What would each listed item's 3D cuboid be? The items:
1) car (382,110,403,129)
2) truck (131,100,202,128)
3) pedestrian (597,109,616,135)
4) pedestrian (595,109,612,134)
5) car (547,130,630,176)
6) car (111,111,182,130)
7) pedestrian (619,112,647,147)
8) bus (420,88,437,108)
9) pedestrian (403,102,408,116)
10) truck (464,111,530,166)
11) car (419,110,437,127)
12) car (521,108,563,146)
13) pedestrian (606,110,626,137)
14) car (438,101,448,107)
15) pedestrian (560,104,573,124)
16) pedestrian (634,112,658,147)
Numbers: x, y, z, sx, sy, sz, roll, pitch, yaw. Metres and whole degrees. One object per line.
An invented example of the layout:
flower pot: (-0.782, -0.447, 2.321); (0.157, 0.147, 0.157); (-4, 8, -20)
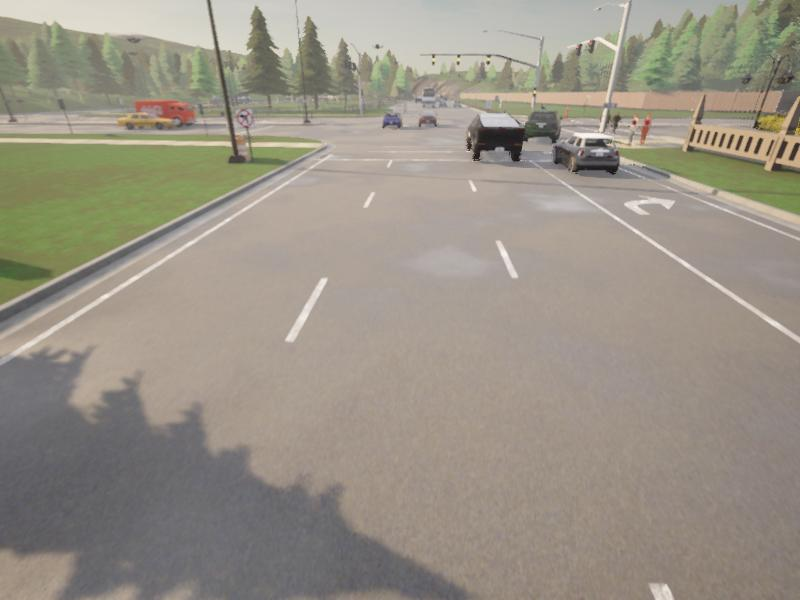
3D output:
car: (-0.712, -18.140, 40.141); (1.816, 1.474, 4.193); (2, 27, 3)
truck: (-23.753, -19.057, 40.909); (5.204, 2.467, 2.627); (2, 27, 4)
pedestrian: (16.456, -14.155, 31.890); (0.751, 1.860, 0.751); (1, 27, 2)
pedestrian: (16.920, -14.880, 33.293); (0.751, 1.860, 0.751); (2, 27, 3)
car: (8.171, -6.611, 17.770); (1.970, 1.475, 3.806); (2, 27, 3)
car: (-23.999, -17.060, 38.010); (5.366, 1.575, 1.801); (2, 27, 4)
pedestrian: (13.901, -10.201, 23.905); (0.751, 1.860, 0.751); (-4, 28, -7)
bus: (6.982, -49.671, 98.174); (3.944, 4.253, 10.273); (2, 27, 3)
pedestrian: (0.804, -28.082, 58.922); (0.751, 1.860, 0.751); (3, 27, 6)
truck: (4.898, -8.775, 21.298); (2.390, 2.098, 6.274); (2, 28, 4)
car: (2.946, -19.165, 42.148); (1.812, 1.442, 4.674); (2, 28, 3)
car: (10.030, -12.232, 28.034); (2.150, 2.045, 5.566); (10, 29, 18)
pedestrian: (16.676, -13.671, 30.950); (0.751, 1.860, 0.751); (3, 27, 5)
car: (10.657, -48.703, 99.397); (2.033, 1.411, 5.357); (2, 27, 3)
pedestrian: (17.620, -19.716, 42.328); (0.751, 1.860, 0.751); (3, 27, 6)
pedestrian: (14.614, -10.171, 23.843); (0.751, 1.860, 0.751); (12, 30, 21)
